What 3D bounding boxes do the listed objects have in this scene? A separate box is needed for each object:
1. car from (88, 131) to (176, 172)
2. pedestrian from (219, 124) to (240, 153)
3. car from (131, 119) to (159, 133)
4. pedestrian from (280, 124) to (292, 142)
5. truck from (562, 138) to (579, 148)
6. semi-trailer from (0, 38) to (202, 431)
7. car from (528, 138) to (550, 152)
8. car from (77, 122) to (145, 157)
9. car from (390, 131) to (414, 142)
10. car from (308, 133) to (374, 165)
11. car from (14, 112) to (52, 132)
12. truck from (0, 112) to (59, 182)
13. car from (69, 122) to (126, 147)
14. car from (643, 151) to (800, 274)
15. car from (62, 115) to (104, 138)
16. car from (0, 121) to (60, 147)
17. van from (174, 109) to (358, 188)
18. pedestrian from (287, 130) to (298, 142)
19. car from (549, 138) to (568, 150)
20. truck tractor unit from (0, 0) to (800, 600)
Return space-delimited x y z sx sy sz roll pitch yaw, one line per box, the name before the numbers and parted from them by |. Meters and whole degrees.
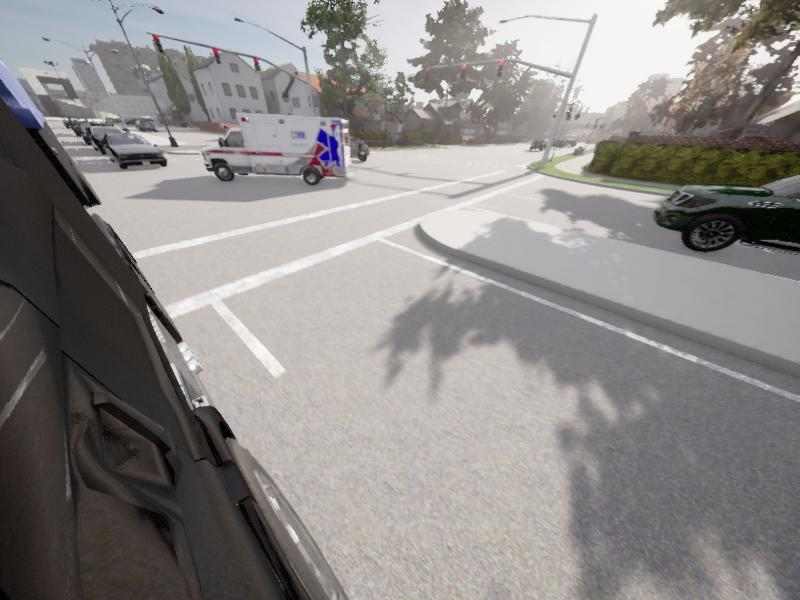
car | -14.563 -8.145 12.502 5.357 1.411 2.033 28 43 30
pedestrian | -13.918 -13.171 18.902 0.751 1.860 0.751 -24 44 -32
car | -43.823 -29.934 39.680 4.856 1.649 2.033 28 43 30
pedestrian | -15.004 -21.922 30.387 0.751 1.860 0.751 -25 45 -32
truck | 46.444 -42.798 62.887 2.390 2.098 6.274 28 43 29
semi-trailer | -8.718 -3.588 4.213 14.254 4.402 2.717 28 43 30
car | 25.057 -27.842 41.468 1.932 1.855 4.605 28 43 29
car | -20.112 -11.212 16.048 5.238 1.638 1.930 28 43 29
car | 0.324 -29.951 42.347 3.806 1.475 1.970 28 43 30
car | -4.634 -11.888 18.061 5.027 1.651 2.152 28 43 30
car | -48.491 -23.608 30.598 4.605 1.855 1.932 28 43 30
truck | -17.376 -6.279 9.186 2.390 2.098 6.274 -21 42 -30
car | -26.108 -14.297 19.928 4.792 1.488 2.163 28 43 30
car | 9.631 -1.801 5.081 5.566 2.045 2.150 28 43 30
car | -35.390 -19.380 25.798 3.866 1.878 1.905 28 43 30
car | -28.539 -12.828 17.867 4.181 1.385 1.994 28 43 30
van | -5.275 -6.741 10.387 6.366 2.431 2.351 0 37 -4
pedestrian | -14.226 -21.715 30.633 0.751 1.300 0.751 28 43 29
car | 35.912 -35.435 52.339 2.150 2.045 5.566 28 43 29
truck tractor unit | -2.645 -0.295 0.351 6.516 4.208 3.053 28 44 30
